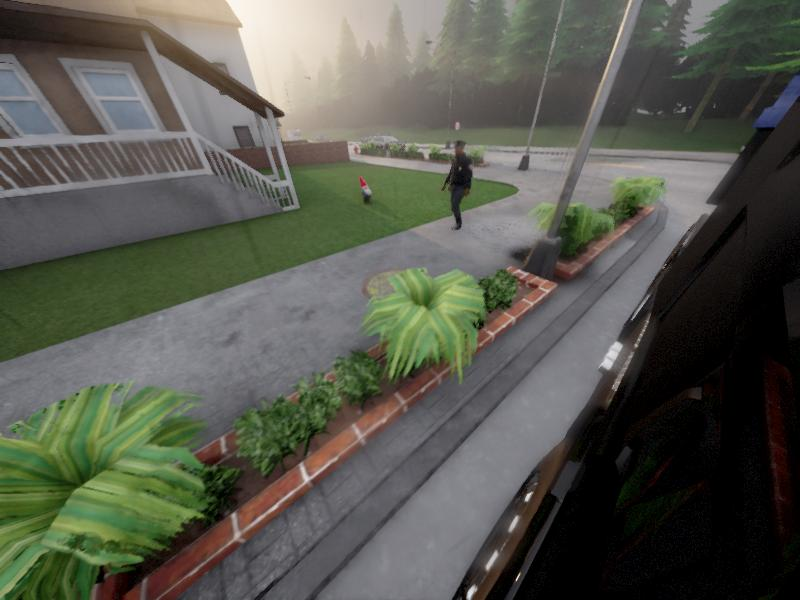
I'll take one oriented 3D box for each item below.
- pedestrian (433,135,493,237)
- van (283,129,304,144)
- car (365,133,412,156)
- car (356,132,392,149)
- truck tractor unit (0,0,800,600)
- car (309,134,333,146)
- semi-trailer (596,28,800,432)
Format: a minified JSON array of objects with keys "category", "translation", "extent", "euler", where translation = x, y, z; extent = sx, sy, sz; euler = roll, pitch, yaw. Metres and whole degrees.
[{"category":"pedestrian","translation":[1.315,-2.484,5.107],"extent":[0.751,1.860,0.751],"euler":[-26,43,-27]},{"category":"van","translation":[-24.033,-36.750,51.971],"extent":[1.988,2.561,5.915],"euler":[-27,43,-28]},{"category":"car","translation":[-1.268,-15.780,23.353],"extent":[1.930,1.638,5.238],"euler":[-27,43,-28]},{"category":"car","translation":[-3.523,-21.314,30.874],"extent":[2.152,1.651,5.027],"euler":[-27,43,-28]},{"category":"truck tractor unit","translation":[2.645,-0.295,0.351],"extent":[6.516,4.208,3.053],"euler":[-28,44,-30]},{"category":"car","translation":[-14.490,-29.363,42.287],"extent":[2.033,1.649,4.856],"euler":[-27,43,-28]},{"category":"semi-trailer","translation":[8.804,-3.538,4.110],"extent":[14.254,4.402,2.717],"euler":[-27,43,-28]}]
